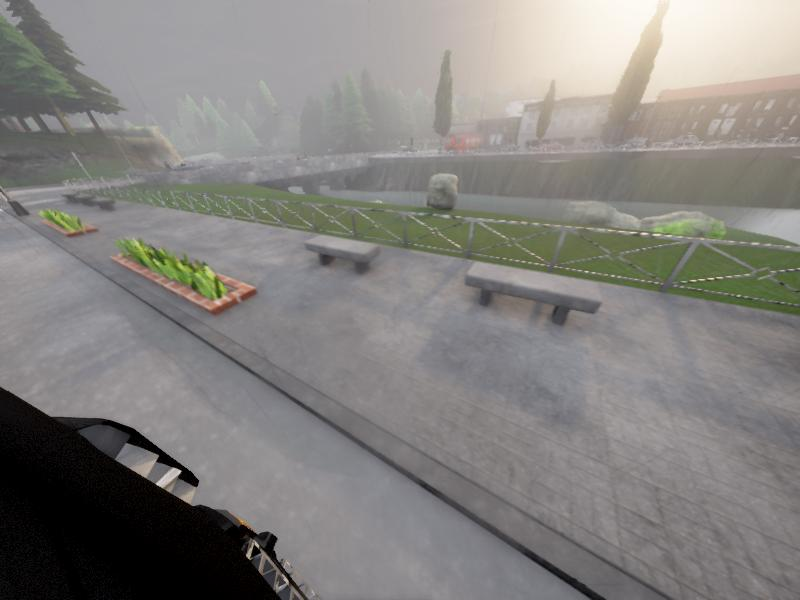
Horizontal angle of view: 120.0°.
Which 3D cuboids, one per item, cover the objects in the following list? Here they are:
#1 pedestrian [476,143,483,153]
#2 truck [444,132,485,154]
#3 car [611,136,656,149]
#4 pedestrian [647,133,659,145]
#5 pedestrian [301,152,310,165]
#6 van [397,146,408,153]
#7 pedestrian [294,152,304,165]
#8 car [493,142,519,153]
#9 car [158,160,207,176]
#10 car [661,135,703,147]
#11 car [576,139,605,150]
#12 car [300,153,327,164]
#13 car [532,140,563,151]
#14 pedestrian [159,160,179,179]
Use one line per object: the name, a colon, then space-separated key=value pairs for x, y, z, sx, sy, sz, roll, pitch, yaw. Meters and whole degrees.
pedestrian: x=17.467 y=-33.374 z=50.806 sx=0.751 sy=1.860 sz=0.751 roll=-17 pitch=36 yaw=-20
truck: x=15.033 y=-36.748 z=54.329 sx=8.468 sy=3.827 sz=2.891 roll=16 pitch=38 yaw=26
car: x=41.737 y=-28.258 z=41.450 sx=5.238 sy=1.638 sz=1.930 roll=16 pitch=38 yaw=26
pedestrian: x=48.816 y=-30.974 z=44.505 sx=0.751 sy=1.860 sz=0.751 roll=13 pitch=37 yaw=23
pedestrian: x=-16.736 y=-25.163 z=41.048 sx=0.751 sy=1.860 sz=0.751 roll=11 pitch=36 yaw=20
van: x=0.992 y=-53.073 z=81.511 sx=2.069 sy=2.038 sz=4.480 roll=16 pitch=38 yaw=26
pedestrian: x=-17.730 y=-24.823 z=40.618 sx=0.751 sy=1.860 sz=0.751 roll=17 pitch=39 yaw=27
car: x=23.290 y=-33.501 z=50.787 sx=4.856 sy=1.649 sz=2.033 roll=16 pitch=38 yaw=26
car: x=-32.313 y=-19.704 z=34.516 sx=2.242 sy=1.667 sz=4.611 roll=16 pitch=38 yaw=26
car: x=47.157 y=-26.646 z=38.752 sx=3.806 sy=1.475 sz=1.970 roll=16 pitch=38 yaw=26
car: x=36.375 y=-29.713 z=44.205 sx=3.806 sy=1.475 sz=1.970 roll=16 pitch=38 yaw=26
car: x=-18.004 y=-29.479 z=48.139 sx=2.038 sy=1.542 sz=4.974 roll=16 pitch=38 yaw=26
car: x=30.191 y=-31.534 z=47.294 sx=5.027 sy=1.651 sz=2.152 roll=16 pitch=38 yaw=26
pedestrian: x=-26.729 y=-15.080 z=26.728 sx=0.751 sy=1.860 sz=0.751 roll=16 pitch=38 yaw=26
